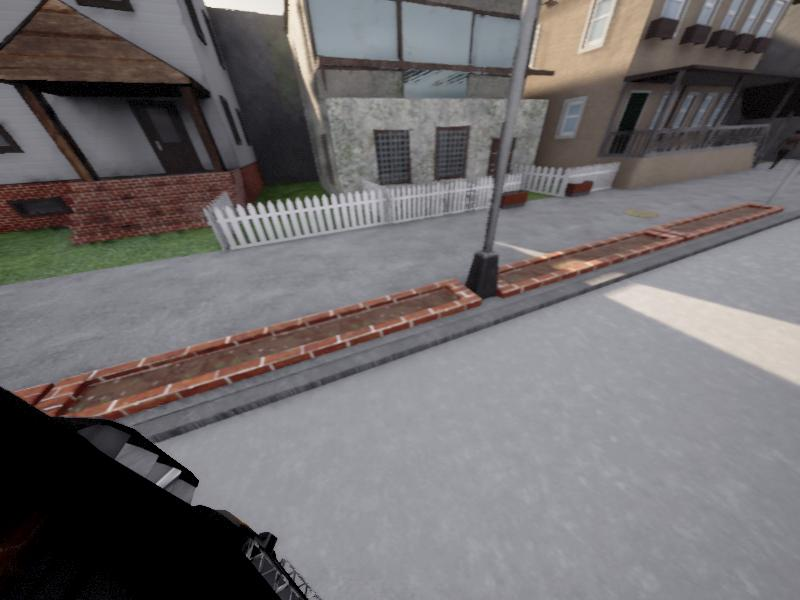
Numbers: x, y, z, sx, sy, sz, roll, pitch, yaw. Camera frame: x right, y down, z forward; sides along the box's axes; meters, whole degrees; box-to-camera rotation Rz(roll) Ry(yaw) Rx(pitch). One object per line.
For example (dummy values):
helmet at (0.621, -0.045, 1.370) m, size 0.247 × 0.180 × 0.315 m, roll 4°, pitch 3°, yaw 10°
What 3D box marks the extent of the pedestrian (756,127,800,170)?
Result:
pedestrian at (20.379, -7.991, 12.216) m, size 0.751 × 1.860 × 0.751 m, roll -14°, pitch 36°, yaw -16°
